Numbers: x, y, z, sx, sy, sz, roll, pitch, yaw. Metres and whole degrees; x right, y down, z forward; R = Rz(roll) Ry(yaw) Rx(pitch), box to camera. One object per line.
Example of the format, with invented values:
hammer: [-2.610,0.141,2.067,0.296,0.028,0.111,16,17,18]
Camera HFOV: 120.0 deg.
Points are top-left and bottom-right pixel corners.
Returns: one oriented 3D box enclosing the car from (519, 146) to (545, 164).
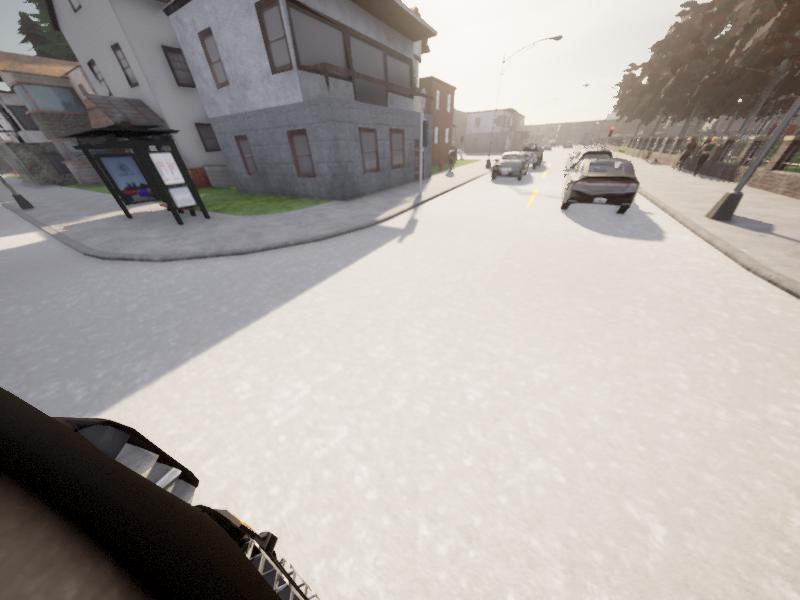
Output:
car: [14.870,-16.383,25.999,1.837,1.490,4.892,16,38,26]

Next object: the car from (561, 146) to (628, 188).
car: [10.771,-7.728,13.228,2.033,1.649,4.856,15,38,24]

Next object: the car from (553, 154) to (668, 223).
car: [7.240,-4.385,8.572,2.128,1.511,4.902,16,38,26]

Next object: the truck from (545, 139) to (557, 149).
truck: [45.663,-47.084,69.673,2.390,2.098,6.274,16,38,26]

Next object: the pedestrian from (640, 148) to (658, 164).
pedestrian: [20.670,-12.005,19.218,0.500,1.100,0.500,12,36,20]

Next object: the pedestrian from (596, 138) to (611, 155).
pedestrian: [26.298,-19.871,29.910,0.751,1.860,0.751,-30,43,-35]

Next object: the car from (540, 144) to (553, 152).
car: [32.208,-33.416,50.737,1.812,1.442,4.674,16,38,26]

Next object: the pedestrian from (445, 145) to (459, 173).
pedestrian: [4.229,-11.449,18.759,0.751,1.860,0.751,12,37,21]

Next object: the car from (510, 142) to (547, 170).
car: [11.573,-12.950,20.743,1.932,1.855,4.605,18,39,28]

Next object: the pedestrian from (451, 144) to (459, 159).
pedestrian: [8.137,-22.033,34.283,0.751,1.860,0.751,17,38,26]

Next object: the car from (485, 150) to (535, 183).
car: [7.592,-9.174,15.695,2.128,1.511,4.902,16,38,25]

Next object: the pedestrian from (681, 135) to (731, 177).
pedestrian: [16.396,-7.743,12.451,0.751,1.860,0.751,17,38,26]

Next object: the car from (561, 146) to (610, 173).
car: [14.254,-11.071,18.099,2.128,1.511,4.902,15,37,24]

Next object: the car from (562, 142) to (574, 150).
car: [41.037,-37.720,56.641,1.970,1.475,3.806,16,38,26]

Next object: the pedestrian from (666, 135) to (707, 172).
pedestrian: [17.756,-9.093,14.378,0.751,1.860,0.751,16,38,25]
